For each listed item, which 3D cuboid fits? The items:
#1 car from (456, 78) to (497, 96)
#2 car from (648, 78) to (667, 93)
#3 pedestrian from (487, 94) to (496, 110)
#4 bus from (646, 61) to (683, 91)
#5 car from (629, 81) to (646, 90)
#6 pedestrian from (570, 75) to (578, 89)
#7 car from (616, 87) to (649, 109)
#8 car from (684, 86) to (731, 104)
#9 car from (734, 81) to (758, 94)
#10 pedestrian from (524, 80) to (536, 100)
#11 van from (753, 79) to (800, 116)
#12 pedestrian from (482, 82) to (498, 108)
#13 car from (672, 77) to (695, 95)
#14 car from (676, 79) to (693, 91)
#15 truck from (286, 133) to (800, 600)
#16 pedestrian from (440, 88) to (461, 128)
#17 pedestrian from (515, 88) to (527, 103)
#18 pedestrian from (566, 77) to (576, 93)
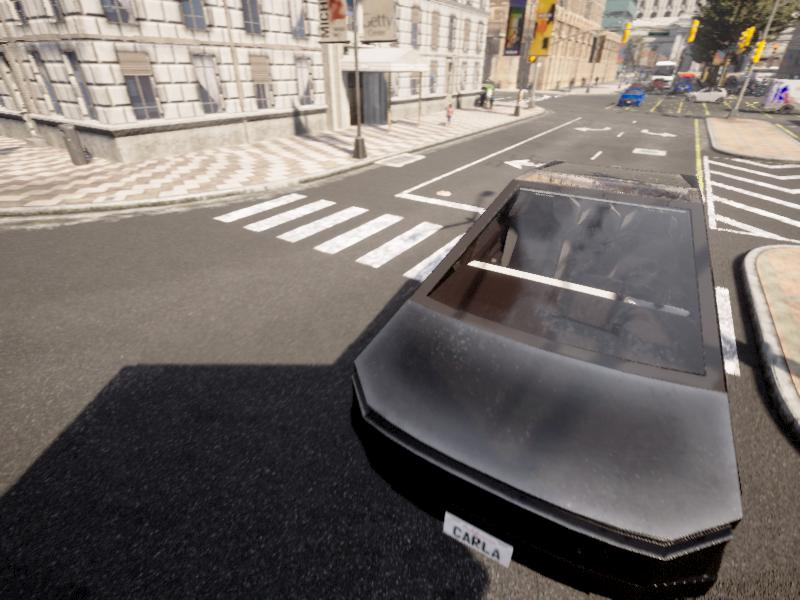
[{"bbox_3d":[9.712,-27.291,51.085,4.605,1.855,1.932,18,34,27],"label":"car"},{"bbox_3d":[40.311,-33.654,62.626,1.905,1.878,3.866,18,35,27],"label":"car"},{"bbox_3d":[7.091,-15.343,31.001,0.500,1.100,0.500,8,31,12],"label":"pedestrian"},{"bbox_3d":[46.588,-39.483,70.366,3.944,4.253,10.273,18,35,27],"label":"bus"},{"bbox_3d":[40.785,-36.837,68.644,1.895,1.301,4.718,18,35,27],"label":"car"},{"bbox_3d":[28.743,-35.969,66.007,0.751,1.860,0.751,17,34,26],"label":"pedestrian"},{"bbox_3d":[21.750,-18.955,37.406,1.882,1.535,5.008,18,34,27],"label":"car"},{"bbox_3d":[32.557,-21.784,42.484,3.633,1.501,1.845,18,35,27],"label":"car"},{"bbox_3d":[52.402,-32.203,60.673,2.038,1.542,4.974,18,35,27],"label":"car"},{"bbox_3d":[13.962,-22.488,42.924,0.751,1.860,0.751,20,35,29],"label":"pedestrian"},{"bbox_3d":[32.509,-15.933,31.576,6.366,2.431,2.351,18,34,27],"label":"van"},{"bbox_3d":[7.331,-16.657,32.501,0.751,1.860,0.751,-26,40,-38],"label":"pedestrian"},{"bbox_3d":[41.747,-31.560,58.905,2.150,2.045,5.566,18,35,27],"label":"car"},{"bbox_3d":[48.338,-36.559,67.994,1.930,1.638,5.238,18,35,27],"label":"car"},{"bbox_3d":[2.003,-0.268,4.450,2.390,2.098,6.274,17,34,25],"label":"truck"},{"bbox_3d":[2.705,-10.397,21.689,0.751,1.860,0.751,17,34,26],"label":"pedestrian"},{"bbox_3d":[12.113,-20.545,40.115,0.751,1.300,0.751,21,36,30],"label":"pedestrian"},{"bbox_3d":[23.029,-28.958,53.886,0.751,1.860,0.751,26,38,36],"label":"pedestrian"}]
